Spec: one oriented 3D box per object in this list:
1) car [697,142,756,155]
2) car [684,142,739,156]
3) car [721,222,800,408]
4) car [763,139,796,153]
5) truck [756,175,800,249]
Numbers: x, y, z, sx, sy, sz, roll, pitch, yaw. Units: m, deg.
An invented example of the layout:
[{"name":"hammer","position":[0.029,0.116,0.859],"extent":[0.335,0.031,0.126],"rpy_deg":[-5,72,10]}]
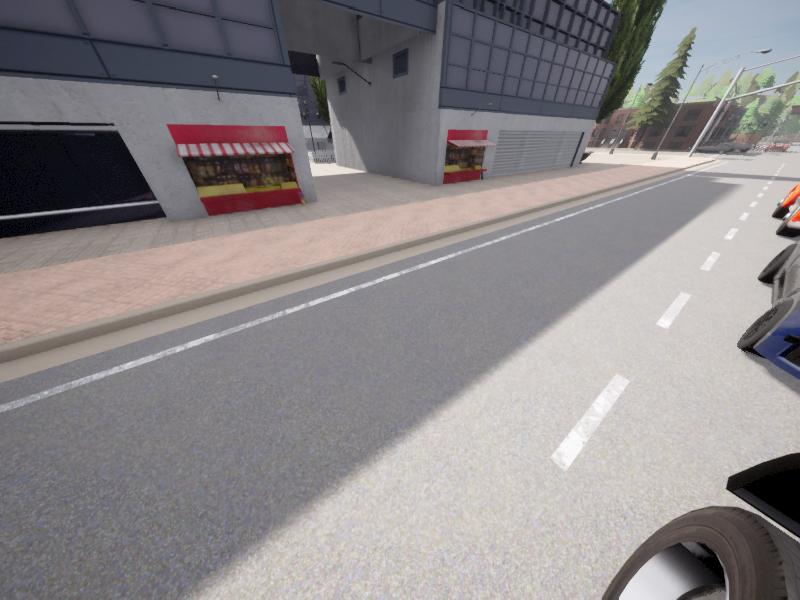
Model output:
[{"name":"car","position":[49.182,-22.985,34.923],"extent":[2.163,1.488,4.792],"rpy_deg":[-22,41,-28]},{"name":"car","position":[45.692,-22.316,34.017],"extent":[2.007,1.525,4.514],"rpy_deg":[-22,41,-28]},{"name":"car","position":[6.269,-0.087,2.554],"extent":[4.611,1.667,2.242],"rpy_deg":[-22,41,-28]},{"name":"car","position":[61.968,-25.204,37.715],"extent":[4.553,1.767,2.097],"rpy_deg":[-22,41,-28]},{"name":"truck","position":[12.235,-2.831,5.705],"extent":[5.204,2.467,2.627],"rpy_deg":[-22,41,-28]}]
